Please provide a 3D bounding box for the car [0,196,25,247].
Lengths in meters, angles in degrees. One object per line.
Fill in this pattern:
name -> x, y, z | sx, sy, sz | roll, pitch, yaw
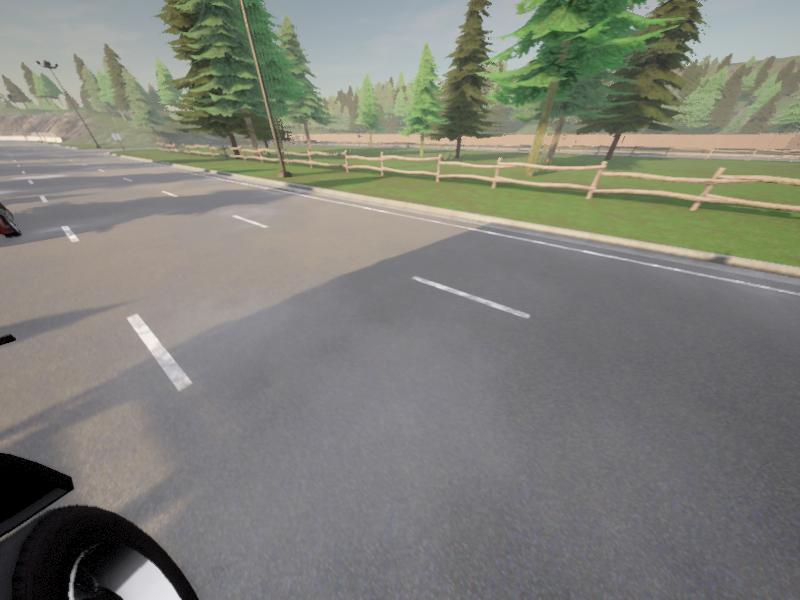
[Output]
car -> -11.901, -2.285, 5.833 | 4.181, 1.385, 1.994 | 22, 41, 28
